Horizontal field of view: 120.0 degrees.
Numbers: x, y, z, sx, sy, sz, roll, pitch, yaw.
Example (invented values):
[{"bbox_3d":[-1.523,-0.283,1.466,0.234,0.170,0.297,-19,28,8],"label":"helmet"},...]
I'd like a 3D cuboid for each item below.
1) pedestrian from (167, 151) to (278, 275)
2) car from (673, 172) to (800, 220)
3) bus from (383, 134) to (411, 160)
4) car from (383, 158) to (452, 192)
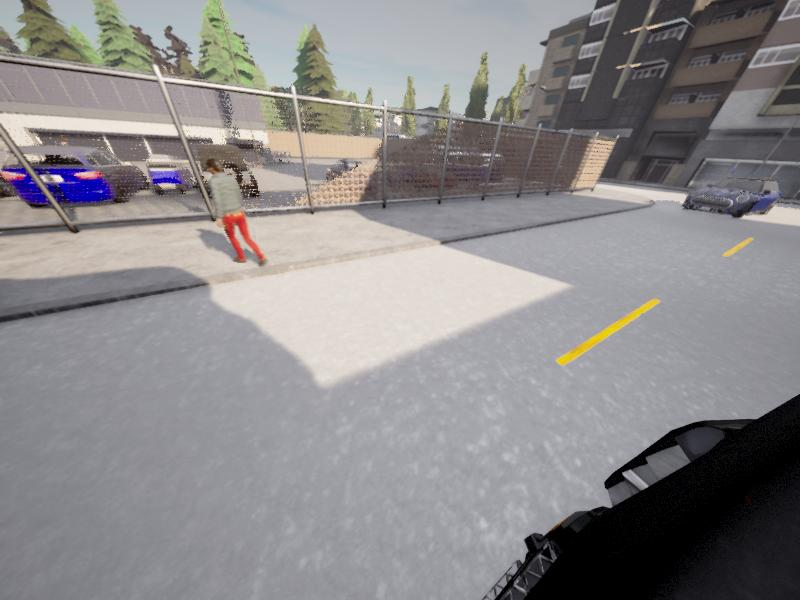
[{"bbox_3d":[-2.965,-1.505,4.072,0.751,1.860,0.751,15,35,18],"label":"pedestrian"},{"bbox_3d":[17.147,-5.387,11.825,4.553,1.767,2.097,-11,36,-20],"label":"car"},{"bbox_3d":[-0.424,-33.389,50.325,3.944,4.253,10.273,8,35,10],"label":"bus"},{"bbox_3d":[1.023,-7.644,14.026,3.705,1.547,1.789,-16,38,-26],"label":"car"}]
